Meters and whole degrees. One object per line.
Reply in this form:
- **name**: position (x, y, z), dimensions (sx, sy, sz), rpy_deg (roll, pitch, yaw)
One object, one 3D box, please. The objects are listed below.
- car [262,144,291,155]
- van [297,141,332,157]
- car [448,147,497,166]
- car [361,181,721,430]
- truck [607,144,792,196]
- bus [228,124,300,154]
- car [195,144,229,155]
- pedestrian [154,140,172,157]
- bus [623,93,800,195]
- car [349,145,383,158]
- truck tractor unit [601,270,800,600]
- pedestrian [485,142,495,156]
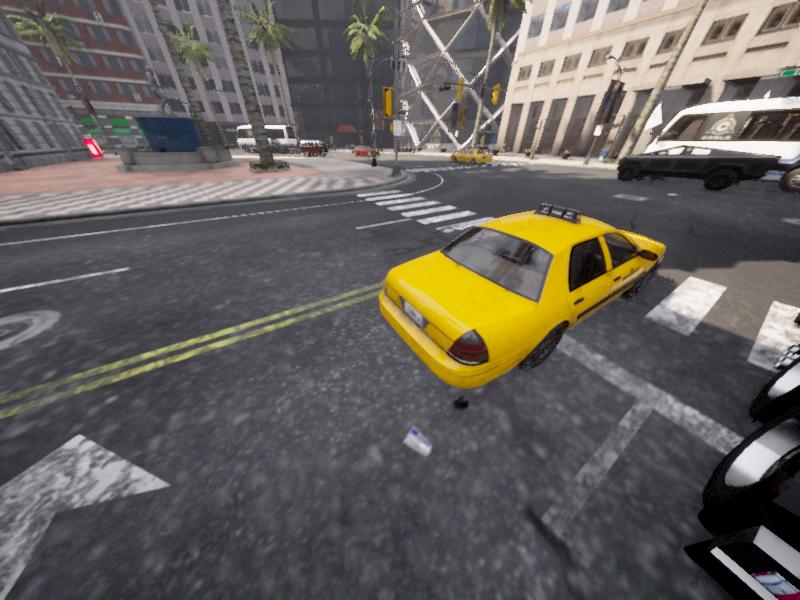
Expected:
- **car**: position (-21.625, -26.495, 40.594), dimensions (3.806, 1.475, 1.970), rpy_deg (4, 35, 5)
- **van**: position (-13.158, -23.254, 35.517), dimensions (4.480, 2.038, 2.069), rpy_deg (15, 37, 19)
- **car**: position (8.032, -16.362, 26.199), dimensions (1.801, 1.575, 5.366), rpy_deg (-20, 39, -26)
- **car**: position (2.311, -0.639, 3.556), dimensions (5.366, 1.575, 1.801), rpy_deg (-19, 39, -26)
- **truck**: position (17.198, -8.110, 13.967), dimensions (2.390, 2.098, 6.274), rpy_deg (-19, 39, -26)
- **bus**: position (-24.930, -29.841, 42.945), dimensions (10.273, 4.253, 3.944), rpy_deg (3, 34, 4)
- **car**: position (-30.790, -24.685, 37.871), dimensions (3.633, 1.501, 1.845), rpy_deg (-4, 35, -5)
- **pedestrian**: position (-30.787, -19.652, 30.038), dimensions (0.751, 1.860, 0.751), rpy_deg (-3, 35, -5)
- **bus**: position (21.150, -9.005, 13.401), dimensions (3.944, 4.253, 10.273), rpy_deg (-19, 39, -26)
- **car**: position (-5.153, -22.424, 34.884), dimensions (4.792, 1.488, 2.163), rpy_deg (23, 41, 29)
- **truck tractor unit**: position (5.120, -0.291, 0.767), dimensions (6.516, 4.208, 3.053), rpy_deg (-18, 39, -24)
- **pedestrian**: position (14.275, -23.996, 36.669), dimensions (0.751, 1.860, 0.751), rpy_deg (-29, 44, -35)
